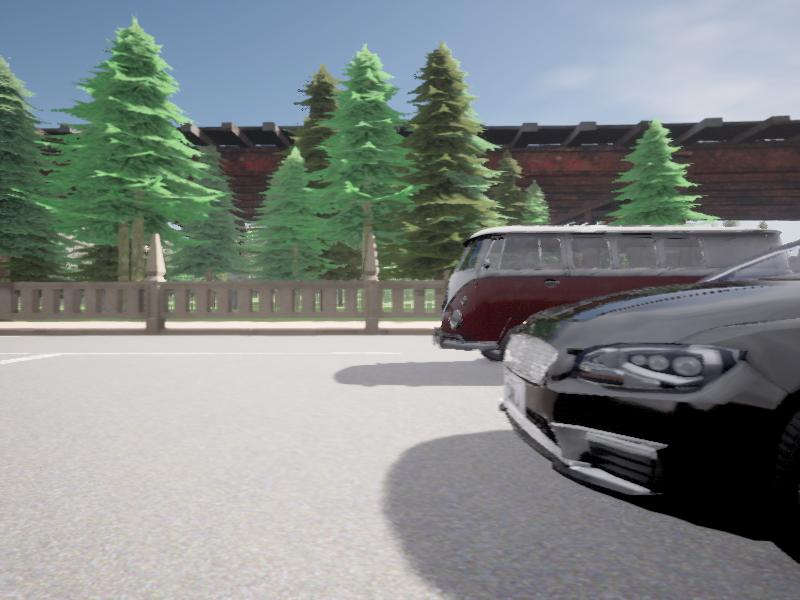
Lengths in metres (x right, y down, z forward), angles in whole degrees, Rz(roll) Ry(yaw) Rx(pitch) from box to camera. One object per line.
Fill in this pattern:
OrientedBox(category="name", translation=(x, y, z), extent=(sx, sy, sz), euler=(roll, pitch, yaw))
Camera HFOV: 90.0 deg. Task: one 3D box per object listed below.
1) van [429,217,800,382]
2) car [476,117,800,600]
OrientedBox(category="van", translation=(2.704, -0.005, 5.697), extent=(4.442, 1.987, 1.775), euler=(0, 0, 0))
OrientedBox(category="car", translation=(3.070, 0.231, 2.197), extent=(4.902, 1.511, 2.128), euler=(0, 0, 0))
